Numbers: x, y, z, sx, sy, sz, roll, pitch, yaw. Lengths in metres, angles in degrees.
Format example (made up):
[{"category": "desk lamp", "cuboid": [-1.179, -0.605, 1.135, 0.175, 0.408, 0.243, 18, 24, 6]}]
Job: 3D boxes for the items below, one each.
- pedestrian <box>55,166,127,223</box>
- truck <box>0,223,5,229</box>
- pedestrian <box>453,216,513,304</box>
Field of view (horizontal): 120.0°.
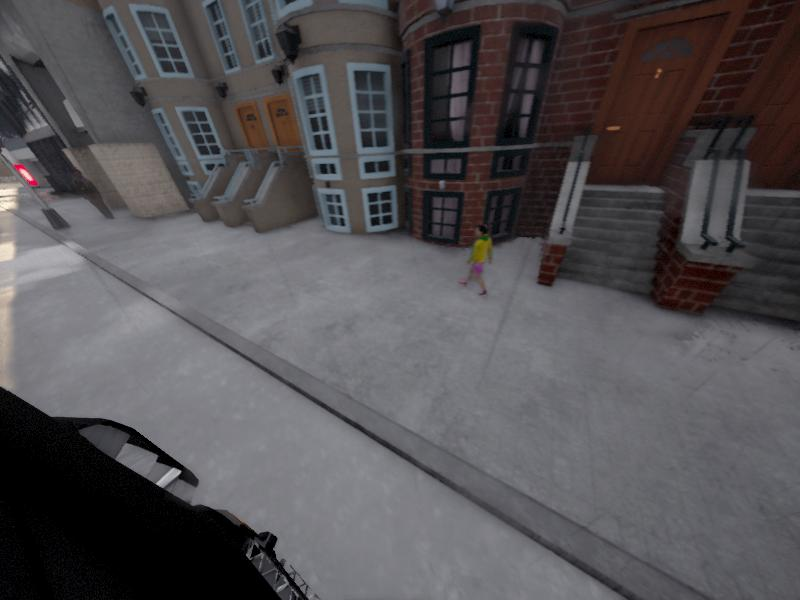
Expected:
[{"category": "pedestrian", "cuboid": [-11.781, -4.040, 8.869, 0.751, 1.860, 0.751, 17, 39, 27]}, {"category": "truck", "cuboid": [-20.721, -4.875, 9.253, 8.468, 3.827, 2.891, 16, 38, 26]}, {"category": "pedestrian", "cuboid": [1.196, -0.595, 3.462, 0.500, 1.100, 0.500, -28, 41, -32]}]
